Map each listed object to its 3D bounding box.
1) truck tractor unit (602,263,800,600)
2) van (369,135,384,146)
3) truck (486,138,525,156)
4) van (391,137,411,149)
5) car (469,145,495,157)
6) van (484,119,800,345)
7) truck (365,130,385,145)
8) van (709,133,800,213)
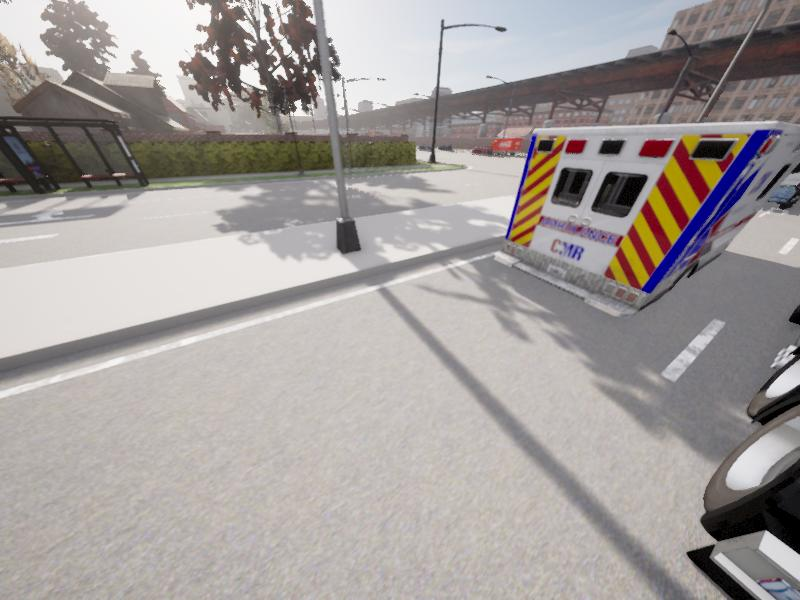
[{"bbox_3d":[5.112,-0.298,0.790,6.516,4.208,3.053,-18,39,-24],"label":"truck tractor unit"},{"bbox_3d":[-7.012,-47.568,68.943,1.988,2.561,5.915,-18,40,-24],"label":"van"},{"bbox_3d":[17.818,-26.175,39.526,2.627,2.467,5.204,-18,37,-24],"label":"truck"},{"bbox_3d":[0.165,-40.045,58.882,2.351,2.431,6.366,-18,40,-24],"label":"van"},{"bbox_3d":[13.996,-25.577,39.484,1.789,1.549,3.705,-18,39,-24],"label":"car"},{"bbox_3d":[5.101,-1.874,4.605,6.366,2.431,2.351,-18,39,-24],"label":"van"},{"bbox_3d":[-8.352,-53.617,76.184,2.891,3.827,8.468,-18,40,-24],"label":"truck"},{"bbox_3d":[17.174,-5.692,10.083,5.915,2.561,1.988,-15,37,-20],"label":"van"}]
